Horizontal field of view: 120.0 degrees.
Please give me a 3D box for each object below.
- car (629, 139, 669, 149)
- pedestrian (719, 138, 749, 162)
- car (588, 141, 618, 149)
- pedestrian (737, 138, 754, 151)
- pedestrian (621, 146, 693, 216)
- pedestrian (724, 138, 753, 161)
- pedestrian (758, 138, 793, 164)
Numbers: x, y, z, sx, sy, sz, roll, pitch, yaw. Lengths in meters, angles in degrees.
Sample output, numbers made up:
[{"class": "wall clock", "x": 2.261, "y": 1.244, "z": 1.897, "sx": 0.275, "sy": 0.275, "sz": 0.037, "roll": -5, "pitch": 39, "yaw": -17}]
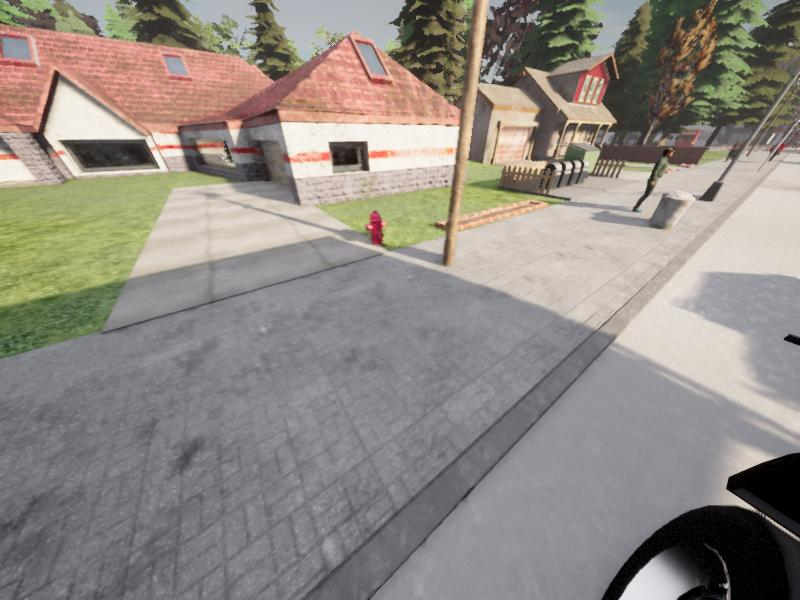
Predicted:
[{"class": "car", "x": 51.240, "y": -32.222, "z": 47.687, "sx": 2.152, "sy": 1.651, "sz": 5.027, "roll": -22, "pitch": 41, "yaw": -28}, {"class": "pedestrian", "x": 31.611, "y": -14.188, "z": 21.905, "sx": 0.751, "sy": 1.860, "sz": 0.751, "roll": -22, "pitch": 41, "yaw": -27}, {"class": "car", "x": 46.694, "y": -35.732, "z": 53.208, "sx": 1.812, "sy": 1.442, "sz": 4.674, "roll": -22, "pitch": 41, "yaw": -28}, {"class": "pedestrian", "x": 58.185, "y": -26.206, "z": 38.897, "sx": 0.751, "sy": 1.860, "sz": 0.751, "roll": -21, "pitch": 40, "yaw": -27}, {"class": "pedestrian", "x": 8.058, "y": -3.780, "z": 7.350, "sx": 0.751, "sy": 1.860, "sz": 0.751, "roll": 26, "pitch": 43, "yaw": 32}, {"class": "pedestrian", "x": 34.029, "y": -15.143, "z": 23.239, "sx": 0.751, "sy": 1.860, "sz": 0.751, "roll": -22, "pitch": 41, "yaw": -27}, {"class": "pedestrian", "x": 33.119, "y": -13.115, "z": 20.381, "sx": 0.751, "sy": 1.860, "sz": 0.751, "roll": -20, "pitch": 40, "yaw": -25}]
